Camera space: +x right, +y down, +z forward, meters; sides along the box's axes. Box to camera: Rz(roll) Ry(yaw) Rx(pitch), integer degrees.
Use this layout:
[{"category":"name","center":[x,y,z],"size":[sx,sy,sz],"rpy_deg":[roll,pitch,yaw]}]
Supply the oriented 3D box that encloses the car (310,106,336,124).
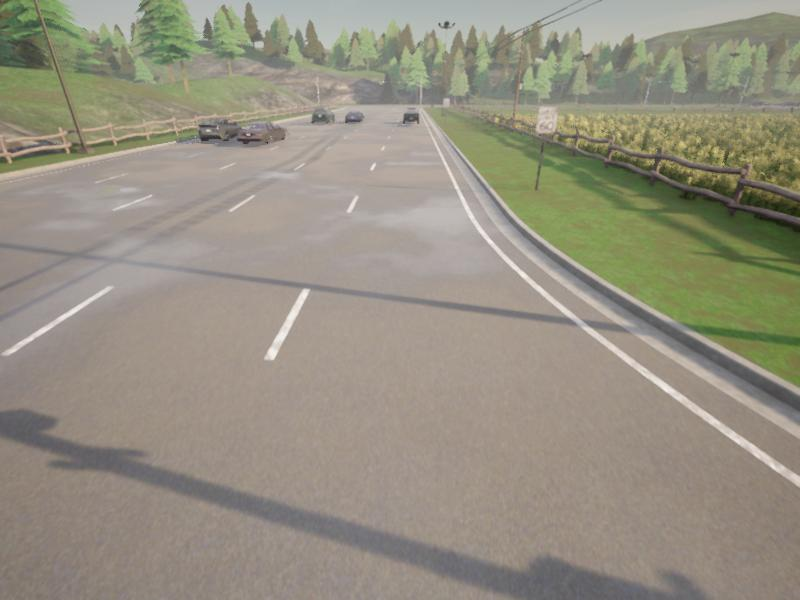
[{"category":"car","center":[-9.144,-22.124,47.877],"size":[2.097,1.767,4.553],"rpy_deg":[1,27,1]}]

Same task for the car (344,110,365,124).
[{"category":"car","center":[-5.591,-22.798,49.656],"size":[1.994,1.385,4.181],"rpy_deg":[1,27,1]}]

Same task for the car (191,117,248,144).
[{"category":"car","center":[-13.197,-12.618,29.627],"size":[2.007,1.525,4.514],"rpy_deg":[1,27,1]}]

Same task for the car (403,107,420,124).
[{"category":"car","center":[1.392,-22.588,48.935],"size":[1.930,1.638,5.238],"rpy_deg":[1,27,1]}]

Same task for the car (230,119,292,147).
[{"category":"car","center":[-9.614,-11.869,28.304],"size":[2.033,1.411,5.357],"rpy_deg":[3,27,5]}]
